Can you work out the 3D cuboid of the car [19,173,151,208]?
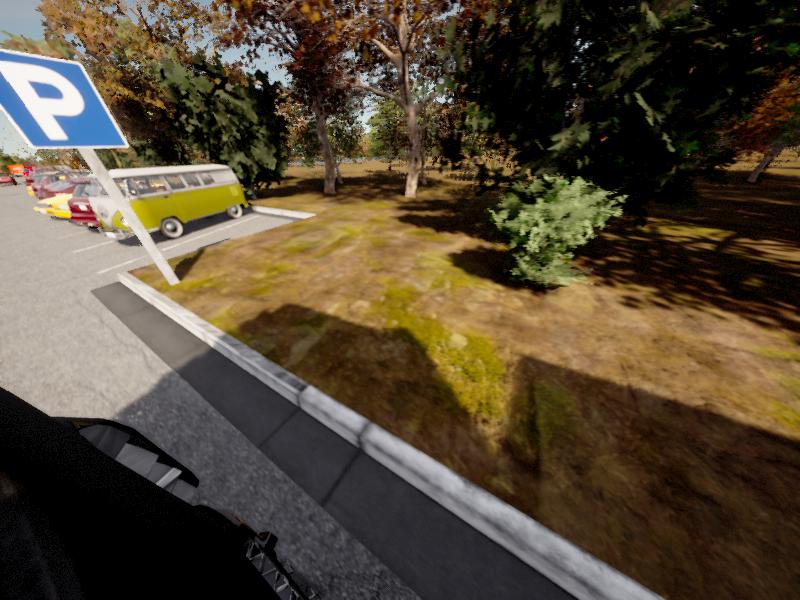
[{"bbox_3d":[-20.290,-7.342,15.306,2.002,1.452,4.674,6,34,13],"label":"car"}]

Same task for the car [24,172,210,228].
[{"bbox_3d":[-12.800,-5.075,11.235,1.946,1.575,5.366,5,34,12],"label":"car"}]

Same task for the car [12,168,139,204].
[{"bbox_3d":[-22.767,-8.285,16.618,2.185,1.767,4.553,6,34,13],"label":"car"}]

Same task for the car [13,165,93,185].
[{"bbox_3d":[-49.254,-17.959,33.030,2.435,2.045,5.566,8,34,15],"label":"car"}]

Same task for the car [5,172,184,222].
[{"bbox_3d":[-15.368,-5.670,12.321,1.946,1.575,5.366,6,34,12],"label":"car"}]

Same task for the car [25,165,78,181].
[{"bbox_3d":[-61.150,-22.396,40.687,1.878,1.987,4.442,8,34,15],"label":"car"}]

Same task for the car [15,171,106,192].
[{"bbox_3d":[-34.919,-12.407,24.057,2.163,1.488,4.792,7,34,14],"label":"car"}]

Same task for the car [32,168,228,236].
[{"bbox_3d":[-10.351,-4.276,9.613,2.185,1.767,4.553,5,34,12],"label":"car"}]

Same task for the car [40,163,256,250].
[{"bbox_3d":[-7.857,-3.540,8.127,1.878,1.987,4.442,5,34,11],"label":"car"}]

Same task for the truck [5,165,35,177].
[{"bbox_3d":[-95.633,-32.592,58.220,5.204,2.467,2.627,23,42,33],"label":"truck"}]

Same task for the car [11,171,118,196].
[{"bbox_3d":[-30.090,-10.698,21.051,2.097,1.535,5.008,6,34,14],"label":"car"}]

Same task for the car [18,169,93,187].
[{"bbox_3d":[-44.502,-15.931,30.060,2.231,1.521,4.892,7,34,15],"label":"car"}]

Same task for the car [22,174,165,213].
[{"bbox_3d":[-17.816,-6.533,13.895,2.002,1.452,4.674,5,34,12],"label":"car"}]

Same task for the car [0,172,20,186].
[{"bbox_3d":[-56.805,-17.308,33.026,3.988,1.617,1.851,21,40,32],"label":"car"}]

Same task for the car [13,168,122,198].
[{"bbox_3d":[-27.644,-9.979,19.552,2.185,1.767,4.553,7,34,13],"label":"car"}]

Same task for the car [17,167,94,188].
[{"bbox_3d":[-42.130,-15.133,28.443,2.185,1.767,4.553,7,34,15],"label":"car"}]

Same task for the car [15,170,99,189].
[{"bbox_3d":[-39.732,-14.155,27.011,2.097,1.535,5.008,7,34,15],"label":"car"}]

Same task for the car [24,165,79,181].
[{"bbox_3d":[-58.776,-21.488,39.134,1.878,1.987,4.442,8,34,15],"label":"car"}]

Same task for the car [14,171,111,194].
[{"bbox_3d":[-32.512,-11.511,22.517,2.163,1.488,4.792,7,34,14],"label":"car"}]

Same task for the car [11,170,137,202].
[{"bbox_3d":[-25.164,-9.124,18.296,1.946,1.575,5.366,6,34,13],"label":"car"}]
